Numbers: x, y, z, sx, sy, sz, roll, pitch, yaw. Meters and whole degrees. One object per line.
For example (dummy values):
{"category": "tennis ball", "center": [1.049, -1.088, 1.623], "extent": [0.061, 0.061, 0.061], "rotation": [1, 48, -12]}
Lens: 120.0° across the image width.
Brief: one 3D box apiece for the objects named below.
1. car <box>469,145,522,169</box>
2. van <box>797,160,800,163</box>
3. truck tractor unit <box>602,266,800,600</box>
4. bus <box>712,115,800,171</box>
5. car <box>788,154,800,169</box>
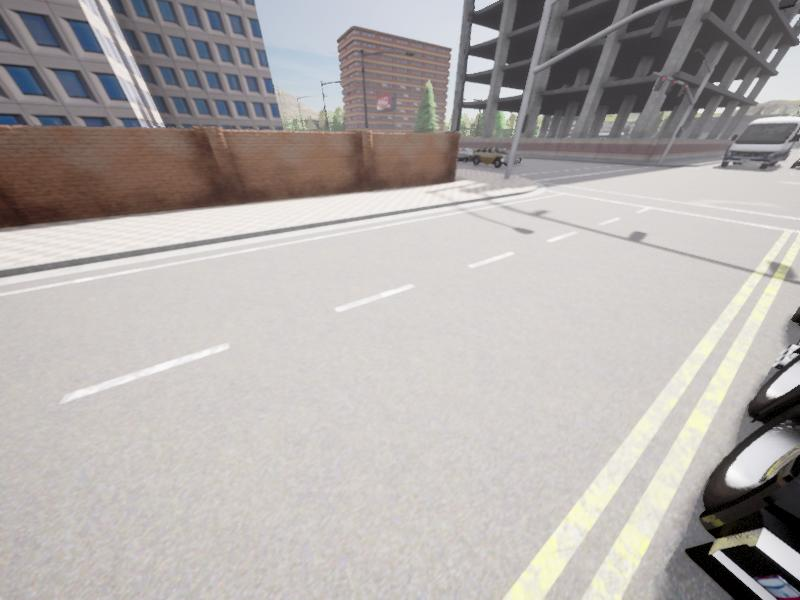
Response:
{"category": "car", "center": [9.478, -14.649, 23.491], "extent": [1.932, 1.855, 4.605], "rotation": [-18, 39, -24]}
{"category": "van", "center": [55.256, -19.253, 30.036], "extent": [6.366, 2.431, 2.351], "rotation": [-19, 39, -26]}
{"category": "truck tractor unit", "center": [5.114, -0.298, 0.775], "extent": [6.516, 4.208, 3.053], "rotation": [-18, 39, -24]}
{"category": "bus", "center": [38.942, -16.587, 24.461], "extent": [10.273, 4.253, 3.944], "rotation": [-19, 39, -26]}
{"category": "car", "center": [41.883, -14.237, 23.474], "extent": [3.705, 1.549, 1.789], "rotation": [-19, 39, -26]}
